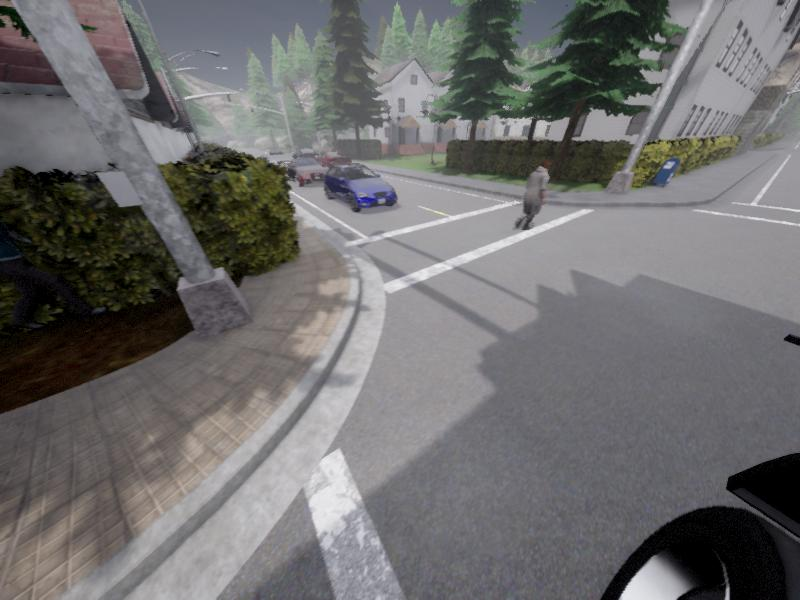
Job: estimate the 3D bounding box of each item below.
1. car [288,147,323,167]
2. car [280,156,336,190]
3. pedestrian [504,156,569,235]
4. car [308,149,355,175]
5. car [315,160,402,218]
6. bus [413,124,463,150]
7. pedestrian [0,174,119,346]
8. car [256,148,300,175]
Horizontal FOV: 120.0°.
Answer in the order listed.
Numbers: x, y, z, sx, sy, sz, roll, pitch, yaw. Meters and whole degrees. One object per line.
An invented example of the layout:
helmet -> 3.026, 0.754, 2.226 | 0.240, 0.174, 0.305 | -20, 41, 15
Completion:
car -> -10.055, -15.174, 24.424 | 1.882, 1.535, 5.008 | -22, 41, -27
car -> -5.882, -8.140, 14.558 | 1.994, 1.385, 4.181 | -22, 40, -27
pedestrian -> 3.678, -2.878, 6.408 | 0.751, 1.860, 0.751 | -12, 37, -15
car -> -5.840, -11.709, 19.450 | 1.882, 1.535, 5.008 | -22, 41, -27
car -> -1.876, -4.884, 9.791 | 1.816, 1.474, 4.193 | -22, 41, -27
bus -> 8.231, -35.184, 49.951 | 10.273, 4.253, 3.944 | -22, 41, -27
pedestrian -> -4.835, -0.459, 2.888 | 0.751, 1.860, 0.751 | -18, 39, -23
car -> -10.708, -12.177, 20.133 | 2.152, 1.651, 5.027 | -23, 41, -28
